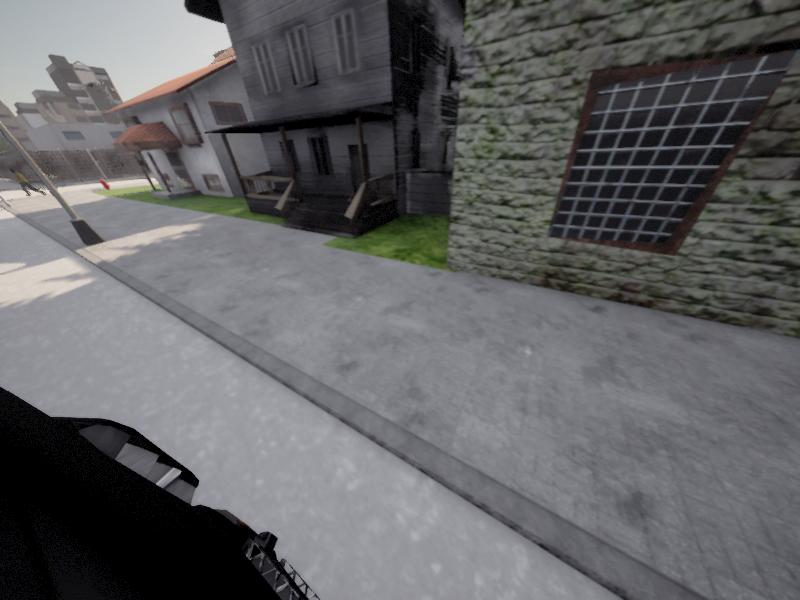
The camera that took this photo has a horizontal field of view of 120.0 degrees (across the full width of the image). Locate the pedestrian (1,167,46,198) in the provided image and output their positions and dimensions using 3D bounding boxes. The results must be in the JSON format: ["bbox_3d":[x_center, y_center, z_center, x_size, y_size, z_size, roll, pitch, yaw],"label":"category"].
[{"bbox_3d":[-26.406,-8.264,16.237,0.751,1.860,0.751,12,37,21],"label":"pedestrian"}]
